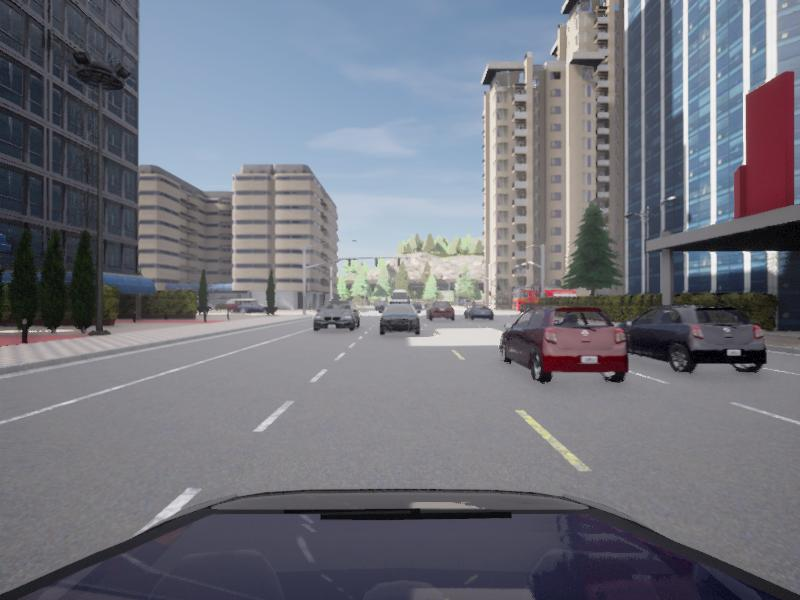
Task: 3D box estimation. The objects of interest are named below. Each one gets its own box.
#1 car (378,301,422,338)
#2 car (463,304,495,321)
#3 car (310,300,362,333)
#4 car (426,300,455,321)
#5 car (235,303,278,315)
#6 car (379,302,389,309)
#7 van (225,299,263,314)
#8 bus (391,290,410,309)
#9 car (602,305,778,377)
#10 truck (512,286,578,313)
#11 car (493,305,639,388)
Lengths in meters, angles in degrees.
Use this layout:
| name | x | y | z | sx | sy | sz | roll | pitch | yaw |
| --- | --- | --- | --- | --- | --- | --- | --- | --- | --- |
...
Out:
| name | x | y | z | sx | sy | sz | roll | pitch | yaw |
| --- | --- | --- | --- | --- | --- | --- | --- | --- | --- |
| car | -0.006 | 0.869 | 20.111 | 1.930 | 1.638 | 5.238 | 0 | 0 | 0 |
| car | 6.992 | 1.079 | 35.724 | 1.994 | 1.385 | 4.181 | 0 | 0 | 0 |
| car | -3.506 | 0.868 | 22.899 | 2.242 | 1.667 | 4.611 | 0 | 0 | 0 |
| car | 3.491 | 0.863 | 35.072 | 2.097 | 1.767 | 4.553 | 0 | 0 | 0 |
| car | -18.243 | 1.094 | 51.001 | 4.792 | 1.488 | 2.163 | 0 | 0 | 1 |
| car | -3.520 | 1.189 | 88.892 | 2.033 | 1.649 | 4.856 | 0 | 0 | 0 |
| van | -21.183 | 0.856 | 54.533 | 4.442 | 1.987 | 1.775 | 0 | 0 | 1 |
| bus | 0.100 | -0.107 | 91.151 | 3.944 | 4.253 | 10.273 | 0 | 0 | 0 |
| car | 6.998 | 0.879 | 10.204 | 1.845 | 1.501 | 3.633 | 0 | 0 | 0 |
| truck | 20.721 | -0.047 | 57.569 | 8.468 | 3.827 | 2.891 | 0 | 0 | 0 |
| car | 3.497 | 0.874 | 9.203 | 1.845 | 1.501 | 3.633 | 0 | 0 | 0 |
